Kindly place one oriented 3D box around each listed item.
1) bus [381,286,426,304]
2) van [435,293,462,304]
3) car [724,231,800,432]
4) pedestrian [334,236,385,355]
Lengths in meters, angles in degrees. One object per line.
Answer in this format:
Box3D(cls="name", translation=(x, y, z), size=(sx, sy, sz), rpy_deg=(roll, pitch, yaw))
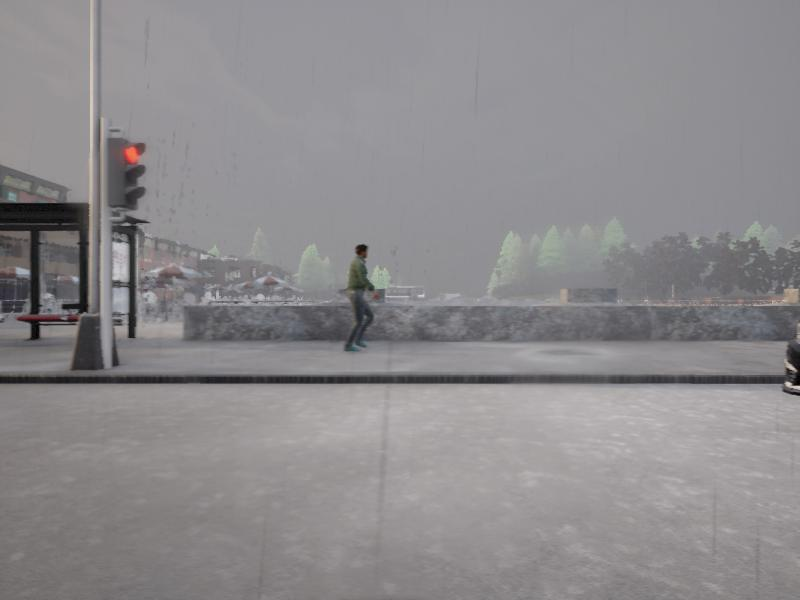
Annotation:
Box3D(cls="bus", translation=(0.773, -1.138, 92.988), size=(10.273, 4.253, 3.944), rpy_deg=(0, 0, 0))
Box3D(cls="van", translation=(11.213, -0.299, 93.119), size=(5.915, 2.561, 1.988), rpy_deg=(0, 0, 0))
Box3D(cls="car", translation=(5.442, 0.236, 2.606), size=(4.902, 1.511, 2.128), rpy_deg=(0, 0, 1))
Box3D(cls="pedestrian", translation=(-0.690, -0.067, 6.697), size=(0.751, 1.860, 0.751), rpy_deg=(0, 0, -14))
